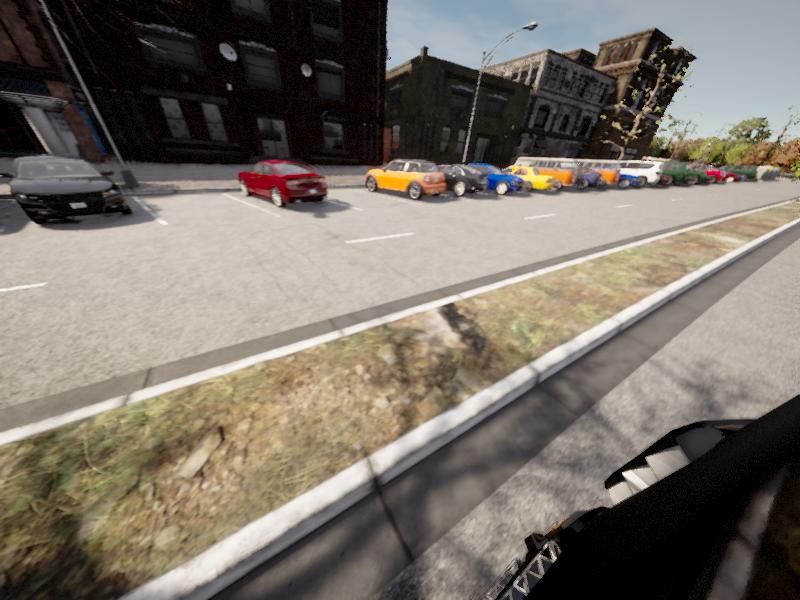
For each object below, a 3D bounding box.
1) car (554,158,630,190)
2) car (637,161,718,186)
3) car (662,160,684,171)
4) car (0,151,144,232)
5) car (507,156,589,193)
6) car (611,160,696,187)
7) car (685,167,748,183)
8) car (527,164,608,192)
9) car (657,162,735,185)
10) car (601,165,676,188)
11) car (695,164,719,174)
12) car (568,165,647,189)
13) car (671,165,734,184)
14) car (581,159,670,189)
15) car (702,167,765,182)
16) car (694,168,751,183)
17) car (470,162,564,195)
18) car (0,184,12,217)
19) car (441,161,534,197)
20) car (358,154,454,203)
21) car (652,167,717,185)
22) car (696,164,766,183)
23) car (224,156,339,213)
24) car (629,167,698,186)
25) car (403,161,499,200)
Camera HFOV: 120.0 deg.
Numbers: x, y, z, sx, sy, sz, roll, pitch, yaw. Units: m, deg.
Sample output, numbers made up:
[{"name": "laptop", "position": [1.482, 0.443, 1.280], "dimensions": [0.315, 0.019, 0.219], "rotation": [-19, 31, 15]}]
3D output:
[{"name": "car", "position": [16.200, -10.811, 19.720], "dimensions": [4.442, 1.987, 1.878], "rotation": [28, 40, 33]}, {"name": "car", "position": [32.094, -14.921, 27.115], "dimensions": [5.566, 2.045, 2.435], "rotation": [28, 40, 33]}, {"name": "car", "position": [62.221, -30.730, 52.727], "dimensions": [2.435, 2.045, 5.566], "rotation": [30, 41, 33]}, {"name": "car", "position": [-10.364, -3.641, 7.231], "dimensions": [5.008, 1.535, 2.097], "rotation": [26, 39, 31]}, {"name": "car", "position": [10.874, -9.452, 17.254], "dimensions": [4.442, 1.987, 1.878], "rotation": [27, 40, 33]}, {"name": "car", "position": [26.725, -13.587, 24.686], "dimensions": [5.566, 2.045, 2.435], "rotation": [28, 41, 33]}, {"name": "car", "position": [45.384, -18.086, 33.383], "dimensions": [5.008, 1.535, 2.097], "rotation": [28, 40, 34]}, {"name": "car", "position": [13.413, -9.972, 18.703], "dimensions": [4.792, 1.488, 2.163], "rotation": [27, 41, 33]}, {"name": "car", "position": [37.417, -16.270, 29.567], "dimensions": [5.566, 2.045, 2.435], "rotation": [28, 40, 33]}, {"name": "car", "position": [24.081, -12.694, 23.587], "dimensions": [5.008, 1.535, 2.097], "rotation": [28, 40, 33]}, {"name": "car", "position": [77.976, -33.290, 58.743], "dimensions": [2.435, 2.045, 5.566], "rotation": [29, 39, 33]}, {"name": "car", "position": [18.762, -11.343, 21.134], "dimensions": [5.008, 1.535, 2.097], "rotation": [28, 40, 33]}, {"name": "car", "position": [40.070, -16.831, 30.848], "dimensions": [4.553, 1.767, 2.185], "rotation": [28, 41, 34]}, {"name": "car", "position": [21.409, -12.236, 22.234], "dimensions": [5.566, 2.045, 2.435], "rotation": [28, 41, 33]}, {"name": "car", "position": [53.287, -20.199, 37.139], "dimensions": [5.366, 1.575, 1.946], "rotation": [28, 41, 34]}, {"name": "car", "position": [48.067, -18.727, 34.626], "dimensions": [4.674, 1.452, 2.002], "rotation": [28, 40, 34]}, {"name": "car", "position": [7.974, -8.693, 16.294], "dimensions": [5.366, 1.575, 1.946], "rotation": [27, 41, 33]}, {"name": "car", "position": [-12.935, -3.094, 5.747], "dimensions": [5.566, 2.045, 2.435], "rotation": [25, 39, 31]}, {"name": "car", "position": [5.456, -7.938, 14.958], "dimensions": [5.008, 1.535, 2.097], "rotation": [27, 40, 33]}, {"name": "car", "position": [0.174, -6.628, 12.338], "dimensions": [4.553, 1.767, 2.185], "rotation": [27, 40, 32]}, {"name": "car", "position": [34.743, -15.359, 28.492], "dimensions": [4.792, 1.488, 2.163], "rotation": [28, 40, 34]}, {"name": "car", "position": [50.728, -19.658, 35.696], "dimensions": [5.566, 2.045, 2.435], "rotation": [28, 41, 34]}, {"name": "car", "position": [-5.121, -5.100, 9.845], "dimensions": [5.008, 1.535, 2.097], "rotation": [26, 40, 32]}, {"name": "car", "position": [29.423, -14.008, 26.038], "dimensions": [4.792, 1.488, 2.163], "rotation": [28, 40, 33]}, {"name": "car", "position": [2.812, -7.230, 13.684], "dimensions": [4.892, 1.521, 2.231], "rotation": [27, 40, 33]}]
